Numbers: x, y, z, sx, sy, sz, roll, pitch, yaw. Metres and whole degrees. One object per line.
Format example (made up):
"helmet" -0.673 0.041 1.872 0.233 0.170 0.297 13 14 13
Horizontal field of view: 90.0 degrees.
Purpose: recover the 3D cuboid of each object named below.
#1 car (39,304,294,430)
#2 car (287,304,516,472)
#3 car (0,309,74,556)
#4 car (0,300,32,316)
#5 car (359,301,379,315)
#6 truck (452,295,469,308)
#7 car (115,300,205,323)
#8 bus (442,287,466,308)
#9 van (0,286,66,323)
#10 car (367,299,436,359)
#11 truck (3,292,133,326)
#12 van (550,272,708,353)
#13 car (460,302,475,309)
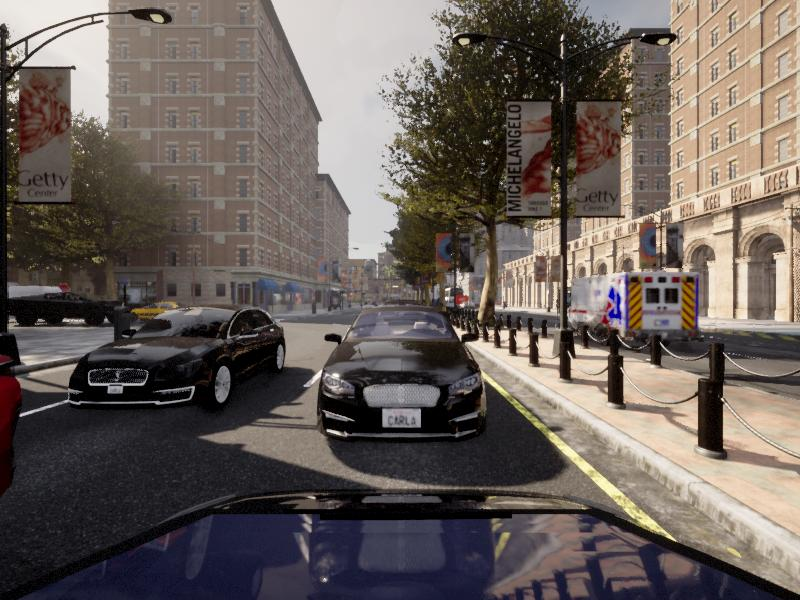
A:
"car" -3.503 0.845 7.333 1.837 1.490 4.892 0 0 0
"car" 0.023 0.836 6.166 2.128 1.511 4.902 0 0 0
"car" -3.495 0.828 0.791 2.007 1.525 4.514 0 0 0
"car" -41.410 0.801 41.402 1.801 1.575 5.366 0 0 -2
"car" -3.351 0.827 44.086 1.845 1.501 3.633 0 0 0
"truck" 11.763 0.355 78.047 2.627 2.467 5.204 0 0 0
"car" -17.364 0.802 29.107 5.366 1.575 1.801 0 0 -4
"bus" 11.676 -0.538 88.180 3.944 4.253 10.273 0 0 0
"van" -27.948 0.319 28.906 5.915 2.561 1.988 -1 0 -1
"car" 0.043 0.788 12.806 1.851 1.617 3.988 0 0 0
"truck" -20.892 0.542 25.433 6.274 2.098 2.390 0 0 -1
"van" 8.054 0.378 15.166 2.351 2.431 6.366 0 0 0
"car" 11.736 0.942 70.013 1.895 1.301 4.718 0 0 0
